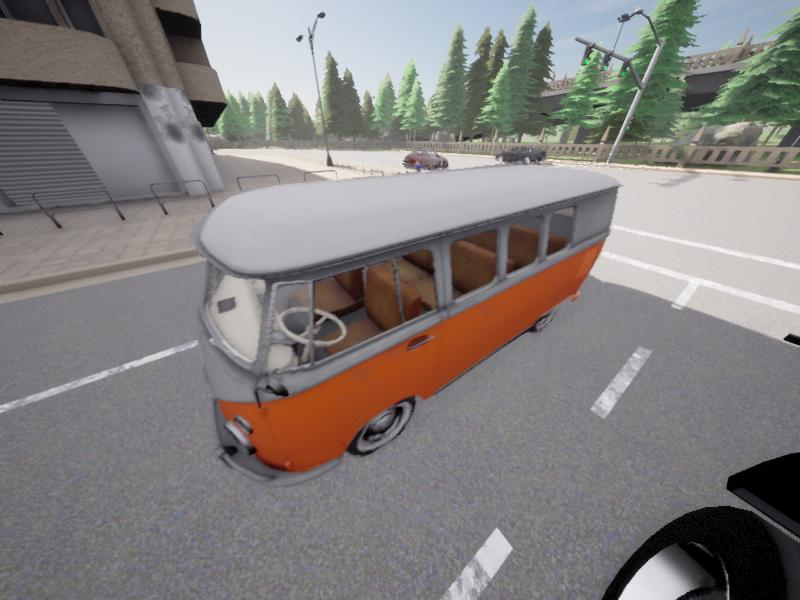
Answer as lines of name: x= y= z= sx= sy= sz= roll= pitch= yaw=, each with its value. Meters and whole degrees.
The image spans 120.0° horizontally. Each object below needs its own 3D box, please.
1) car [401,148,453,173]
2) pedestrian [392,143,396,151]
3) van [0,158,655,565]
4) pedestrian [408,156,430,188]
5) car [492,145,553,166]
car: x=2.081 y=-11.566 z=19.017 sx=1.994 sy=1.385 sz=4.181 roll=-22 pitch=40 yaw=-28
pedestrian: x=-1.131 y=-27.796 z=41.988 sx=0.500 sy=1.100 sz=0.500 roll=-24 pitch=42 yaw=-30
van: x=0.350 y=-0.260 z=2.553 sx=4.442 sy=1.987 sz=1.775 roll=-22 pitch=41 yaw=-28
pedestrian: x=0.929 y=-6.322 z=11.399 sx=0.751 sy=1.300 sz=0.751 roll=26 pitch=43 yaw=32
car: x=11.824 y=-14.282 z=22.687 sx=1.837 sy=1.490 sz=4.892 roll=-22 pitch=40 yaw=-27
